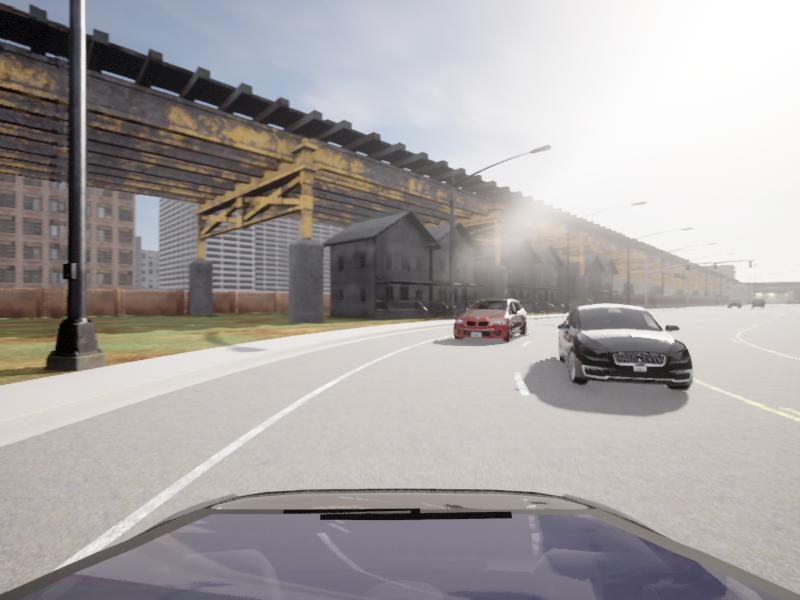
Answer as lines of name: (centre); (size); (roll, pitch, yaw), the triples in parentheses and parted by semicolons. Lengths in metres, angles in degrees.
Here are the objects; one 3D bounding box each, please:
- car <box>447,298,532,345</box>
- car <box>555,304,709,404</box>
car: (3.891, 0.765, 16.644); (2.242, 1.667, 4.611); (0, 0, 29)
car: (4.563, 0.852, 8.728); (1.837, 1.490, 4.892); (0, 0, 17)
